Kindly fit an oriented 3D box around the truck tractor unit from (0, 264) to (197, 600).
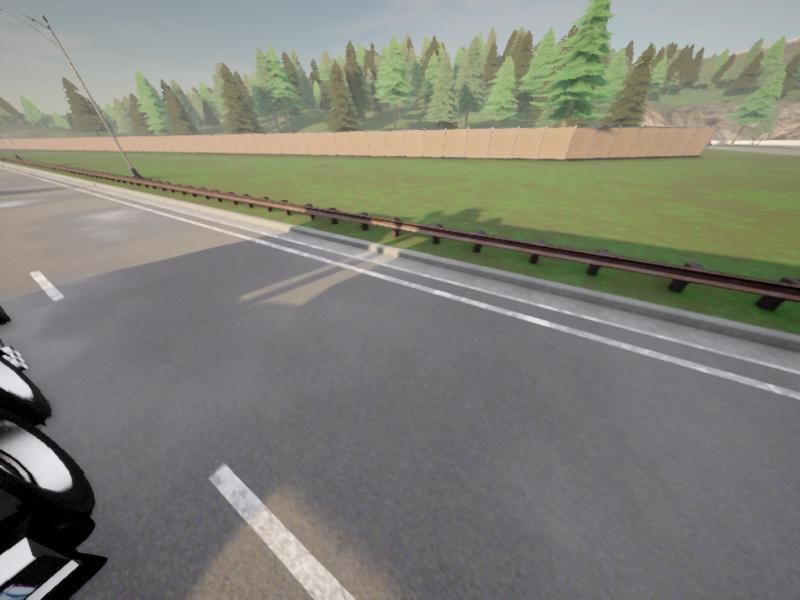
[{"bbox_3d":[-5.113,-0.296,0.792,6.516,4.208,3.053,18,39,24],"label":"truck tractor unit"}]
